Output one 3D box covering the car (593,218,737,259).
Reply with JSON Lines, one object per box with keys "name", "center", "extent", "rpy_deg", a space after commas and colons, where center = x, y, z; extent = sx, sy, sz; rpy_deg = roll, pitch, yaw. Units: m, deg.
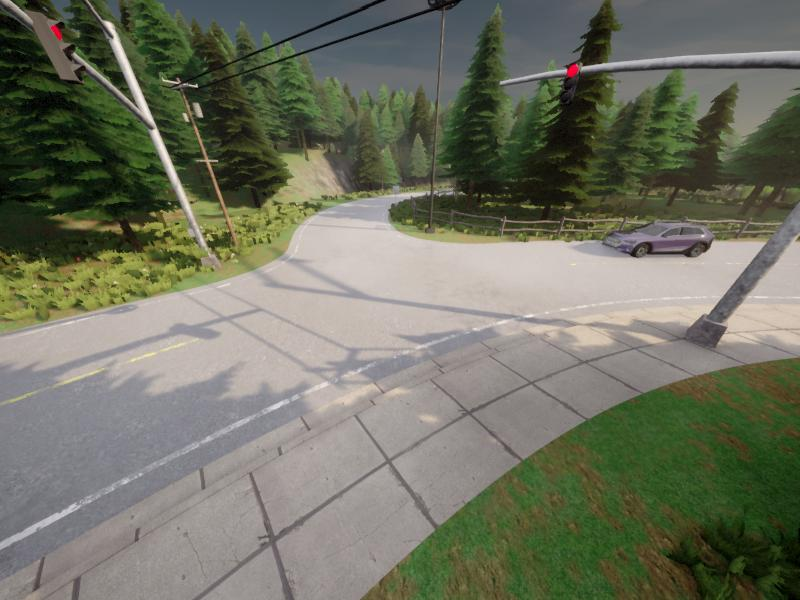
{"name": "car", "center": [13.963, -3.365, 12.511], "extent": [4.856, 1.649, 2.033], "rpy_deg": [0, 30, 0]}
